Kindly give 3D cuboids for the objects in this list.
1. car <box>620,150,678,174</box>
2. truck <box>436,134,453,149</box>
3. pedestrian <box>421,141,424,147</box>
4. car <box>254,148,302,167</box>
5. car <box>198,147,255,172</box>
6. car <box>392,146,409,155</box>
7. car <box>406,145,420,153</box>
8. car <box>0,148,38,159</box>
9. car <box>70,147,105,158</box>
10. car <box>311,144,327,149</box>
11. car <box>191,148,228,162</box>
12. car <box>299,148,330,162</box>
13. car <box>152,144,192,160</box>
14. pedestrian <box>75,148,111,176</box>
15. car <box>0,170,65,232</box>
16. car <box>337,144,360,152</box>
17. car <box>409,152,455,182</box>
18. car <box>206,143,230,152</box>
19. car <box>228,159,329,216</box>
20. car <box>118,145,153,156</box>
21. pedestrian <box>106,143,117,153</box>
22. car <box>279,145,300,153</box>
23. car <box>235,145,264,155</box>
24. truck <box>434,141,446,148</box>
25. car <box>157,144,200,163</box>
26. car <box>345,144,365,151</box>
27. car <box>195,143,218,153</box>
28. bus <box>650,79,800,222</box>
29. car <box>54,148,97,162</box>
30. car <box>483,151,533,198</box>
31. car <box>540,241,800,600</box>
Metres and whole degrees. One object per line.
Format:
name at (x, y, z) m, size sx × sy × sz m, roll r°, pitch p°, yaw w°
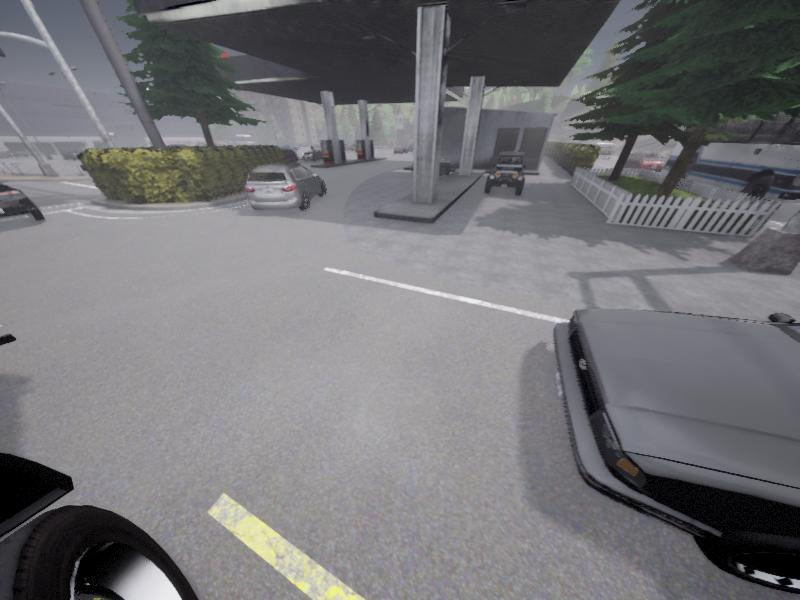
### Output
car at (22.540, -12.719, 21.175) m, size 2.007 × 1.525 × 4.514 m, roll 14°, pitch 37°, yaw 20°
truck at (14.801, -52.489, 76.571) m, size 2.891 × 3.827 × 8.468 m, roll 15°, pitch 37°, yaw 20°
pedestrian at (8.541, -58.110, 86.135) m, size 0.751 × 1.860 × 0.751 m, roll -22°, pitch 40°, yaw -28°
car at (-14.694, -17.499, 28.239) m, size 2.033 × 1.649 × 4.856 m, roll 14°, pitch 37°, yaw 19°
car at (-17.296, -14.233, 23.317) m, size 1.905 × 1.878 × 3.866 m, roll 14°, pitch 37°, yaw 19°
car at (0.215, -31.781, 48.961) m, size 1.994 × 1.385 × 4.181 m, roll 14°, pitch 37°, yaw 19°
car at (3.096, -35.570, 54.312) m, size 1.816 × 1.474 × 4.193 m, roll 14°, pitch 37°, yaw 19°
car at (-69.115, -26.267, 41.372) m, size 1.816 × 1.474 × 4.193 m, roll 14°, pitch 37°, yaw 19°
car at (-51.221, -24.296, 37.941) m, size 3.806 × 1.475 × 1.970 m, roll 14°, pitch 37°, yaw 19°
car at (-28.876, -54.739, 82.176) m, size 4.792 × 1.488 × 2.163 m, roll 13°, pitch 37°, yaw 19°
car at (-26.468, -20.220, 32.116) m, size 3.806 × 1.475 × 1.970 m, roll 14°, pitch 37°, yaw 19°
car at (-12.147, -20.743, 33.032) m, size 1.970 × 1.475 × 3.806 m, roll 14°, pitch 37°, yaw 19°
car at (-34.265, -22.312, 34.725) m, size 4.605 × 1.855 × 1.932 m, roll 14°, pitch 37°, yaw 19°
pedestrian at (-24.333, -10.946, 18.340) m, size 0.751 × 1.860 × 0.751 m, roll 14°, pitch 37°, yaw 19°
car at (-14.215, -3.279, 7.554) m, size 4.902 × 1.511 × 2.128 m, roll 12°, pitch 37°, yaw 20°
car at (-12.897, -38.211, 57.917) m, size 5.027 × 1.636 × 2.152 m, roll 14°, pitch 37°, yaw 19°
car at (2.631, -10.629, 18.291) m, size 2.242 × 1.667 × 4.611 m, roll 14°, pitch 37°, yaw 19°
car at (-43.105, -36.163, 54.765) m, size 4.605 × 1.855 × 1.932 m, roll 14°, pitch 37°, yaw 19°
car at (-5.079, -5.385, 10.666) m, size 2.242 × 1.667 × 4.611 m, roll -1°, pitch 35°, yaw -1°
car at (-48.967, -27.796, 42.836) m, size 5.027 × 1.636 × 2.152 m, roll 14°, pitch 37°, yaw 19°
pedestrian at (-67.506, -35.514, 54.049) m, size 0.751 × 1.860 × 0.751 m, roll 15°, pitch 38°, yaw 21°
car at (-24.648, -33.727, 51.512) m, size 3.633 × 1.501 × 1.845 m, roll 14°, pitch 37°, yaw 19°
car at (-28.659, -28.516, 43.987) m, size 4.514 × 1.523 × 2.007 m, roll 14°, pitch 37°, yaw 19°
truck at (14.299, -55.362, 82.232) m, size 2.390 × 2.098 × 6.274 m, roll 14°, pitch 37°, yaw 19°
car at (-28.352, -18.847, 29.651) m, size 3.866 × 1.878 × 1.905 m, roll 14°, pitch 37°, yaw 19°
car at (-11.698, -39.860, 60.302) m, size 4.514 × 1.523 × 2.007 m, roll 14°, pitch 37°, yaw 19°
car at (-43.882, -34.565, 52.429) m, size 3.866 × 1.878 × 1.905 m, roll 14°, pitch 37°, yaw 19°
bus at (17.351, -7.027, 10.609) m, size 3.944 × 4.253 × 10.273 m, roll 14°, pitch 37°, yaw 20°
car at (-46.209, -20.746, 32.903) m, size 4.514 × 1.523 × 2.007 m, roll 14°, pitch 37°, yaw 19°
car at (6.101, -7.228, 13.067) m, size 1.905 × 1.878 × 3.866 m, roll 14°, pitch 37°, yaw 19°
car at (4.013, 1.077, 1.177) m, size 5.357 × 1.411 × 2.033 m, roll 13°, pitch 37°, yaw 19°
